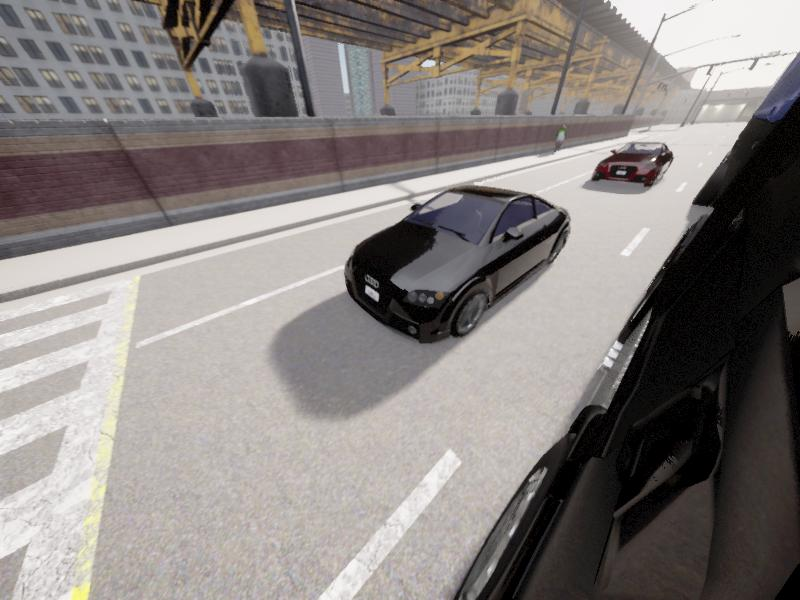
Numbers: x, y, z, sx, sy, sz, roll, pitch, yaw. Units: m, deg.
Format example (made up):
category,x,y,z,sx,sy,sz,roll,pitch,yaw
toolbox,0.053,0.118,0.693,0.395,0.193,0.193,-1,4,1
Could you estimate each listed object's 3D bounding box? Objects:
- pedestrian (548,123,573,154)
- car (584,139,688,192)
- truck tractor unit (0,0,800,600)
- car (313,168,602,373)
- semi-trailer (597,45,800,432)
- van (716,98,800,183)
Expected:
category,x,y,z,sx,sy,sz,roll,pitch,yaw
pedestrian,12.021,-12.126,17.336,0.751,1.860,0.751,-28,44,-30
car,9.951,-5.822,9.732,4.181,1.385,1.994,-28,44,-31
truck tractor unit,2.645,-0.295,0.351,6.516,4.208,3.053,-28,44,-30
car,1.149,-1.045,3.809,4.181,1.385,1.994,-28,44,-31
semi-trailer,8.699,-3.596,4.240,14.254,4.402,2.717,-28,45,-30
van,16.506,-7.084,10.100,5.915,2.561,1.988,-28,44,-31
